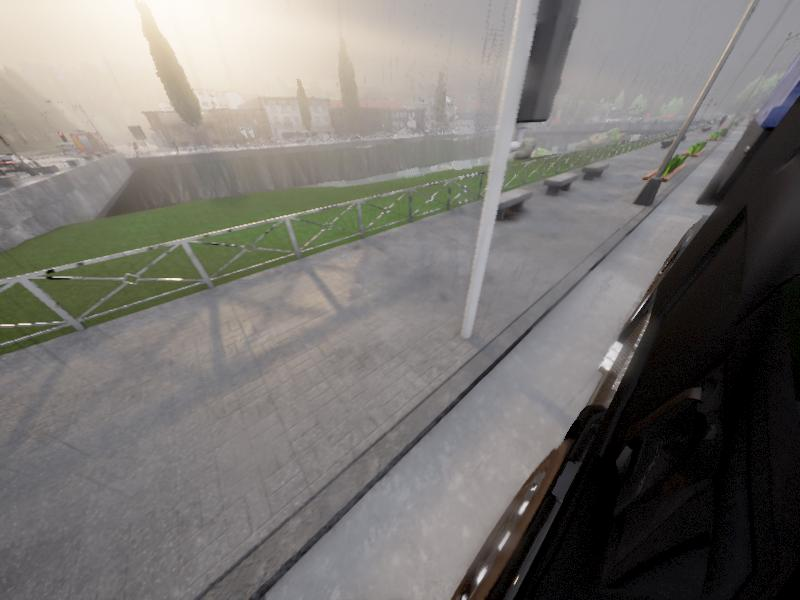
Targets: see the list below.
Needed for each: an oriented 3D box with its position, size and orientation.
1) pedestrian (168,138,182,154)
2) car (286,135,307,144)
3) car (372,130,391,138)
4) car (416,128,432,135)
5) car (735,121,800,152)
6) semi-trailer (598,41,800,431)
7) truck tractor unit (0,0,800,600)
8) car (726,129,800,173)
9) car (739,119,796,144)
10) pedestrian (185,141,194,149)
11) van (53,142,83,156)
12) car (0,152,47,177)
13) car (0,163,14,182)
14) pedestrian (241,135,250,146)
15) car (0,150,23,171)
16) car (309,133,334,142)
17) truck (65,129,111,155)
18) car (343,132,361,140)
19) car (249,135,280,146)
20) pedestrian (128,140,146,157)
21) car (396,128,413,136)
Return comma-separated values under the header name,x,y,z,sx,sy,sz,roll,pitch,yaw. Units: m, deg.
name,x,y,z,sx,sy,sz,roll,pitch,yaw
pedestrian,-33.937,-23.242,34.882,0.751,1.860,0.751,-31,45,-32
car,-23.585,-36.651,52.663,3.806,1.475,1.970,-28,44,-30
car,-5.157,-46.561,64.634,5.238,1.638,1.930,-28,44,-30
car,7.627,-53.369,72.985,4.974,1.542,2.038,-28,44,-30
car,25.826,-11.560,16.230,4.514,1.525,2.007,-28,44,-30
semi-trailer,8.697,-3.602,4.237,14.254,4.402,2.717,-28,44,-30
truck tractor unit,2.645,-0.295,0.351,6.516,4.208,3.053,-28,44,-30
car,17.930,-7.281,11.130,4.181,1.385,1.994,-28,44,-30
car,31.524,-14.602,19.942,4.514,1.525,2.007,-28,44,-30
pedestrian,-42.881,-31.578,47.011,0.751,1.300,0.751,-22,41,-24
van,-66.092,-30.153,46.075,2.069,2.038,4.480,-28,44,-30
car,-34.927,-12.320,20.867,2.038,1.542,4.974,-28,44,-30
car,-30.129,-9.007,16.212,1.816,1.474,4.193,-28,44,-30
pedestrian,-32.808,-33.942,49.070,0.751,1.860,0.751,-27,43,-29
car,-43.286,-14.601,24.326,2.033,1.649,4.856,-26,42,-27
car,-18.902,-39.222,55.673,5.238,1.638,1.930,-28,44,-30
truck,-60.988,-31.086,45.515,2.891,3.827,8.468,-28,44,-30
car,-12.451,-42.599,59.925,3.806,1.475,1.970,-28,44,-30
car,-28.794,-33.928,49.223,5.027,1.651,2.152,-28,44,-30
pedestrian,-35.602,-20.494,31.318,0.751,1.860,0.751,-28,44,-30
car,1.334,-50.031,68.865,4.856,1.649,2.033,-28,44,-30
